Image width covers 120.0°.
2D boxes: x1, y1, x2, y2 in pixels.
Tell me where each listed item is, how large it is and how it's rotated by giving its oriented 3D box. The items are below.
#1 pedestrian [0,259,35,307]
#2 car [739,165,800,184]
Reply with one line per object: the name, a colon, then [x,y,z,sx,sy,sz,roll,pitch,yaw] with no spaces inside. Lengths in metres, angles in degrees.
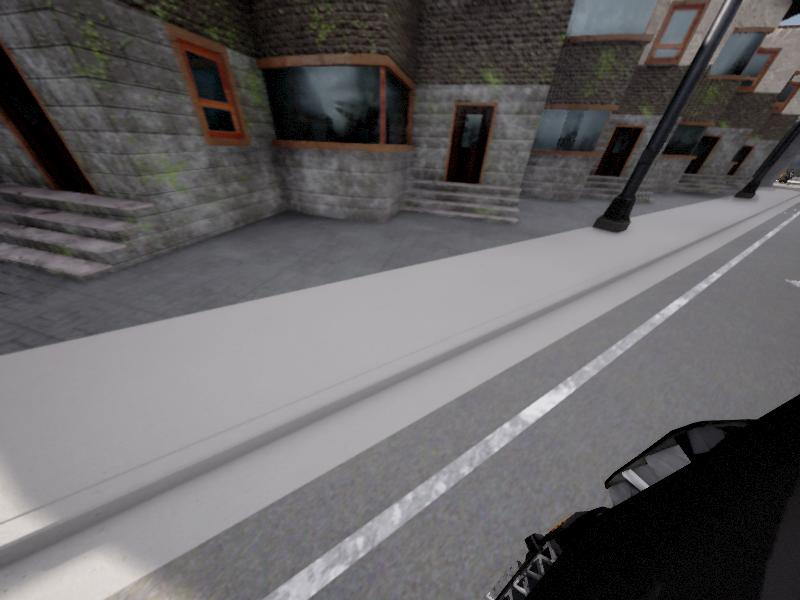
pedestrian: [-5.423,-0.430,2.778,0.500,1.100,0.500,6,34,4]
car: [50.553,-17.254,31.651,1.932,1.855,4.605,11,35,11]
